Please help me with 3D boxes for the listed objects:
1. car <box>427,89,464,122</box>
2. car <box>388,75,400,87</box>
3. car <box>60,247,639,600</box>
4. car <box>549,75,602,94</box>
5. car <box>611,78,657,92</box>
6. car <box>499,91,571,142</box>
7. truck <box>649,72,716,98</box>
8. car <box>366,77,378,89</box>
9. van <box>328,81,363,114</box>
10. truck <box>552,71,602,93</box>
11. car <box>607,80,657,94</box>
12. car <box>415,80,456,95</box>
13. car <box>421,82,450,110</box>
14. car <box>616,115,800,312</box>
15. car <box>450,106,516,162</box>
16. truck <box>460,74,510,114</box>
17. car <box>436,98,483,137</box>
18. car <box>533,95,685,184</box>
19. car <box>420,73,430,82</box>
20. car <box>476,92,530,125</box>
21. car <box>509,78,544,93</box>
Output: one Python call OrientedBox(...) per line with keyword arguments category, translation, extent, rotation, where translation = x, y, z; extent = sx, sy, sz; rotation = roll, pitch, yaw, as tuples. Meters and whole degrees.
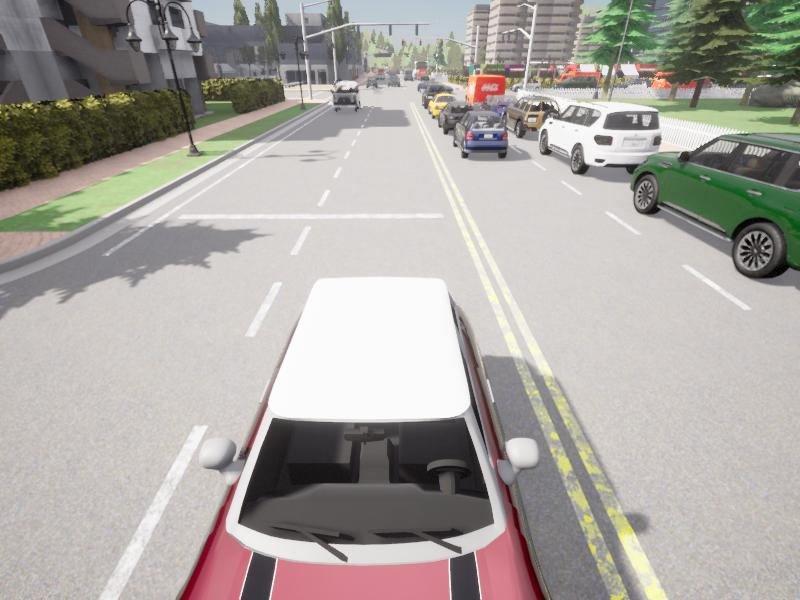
OrientedBox(category="car", translation=(2.996, -13.419, 27.433), extent=(1.801, 1.575, 5.366), rotation=(0, 30, -1))
OrientedBox(category="car", translation=(-1.047, -37.629, 68.691), extent=(2.097, 1.767, 4.553), rotation=(0, 30, -1))
OrientedBox(category="car", translation=(-0.172, 1.064, 2.754), extent=(1.970, 1.475, 3.806), rotation=(0, 30, 0))
OrientedBox(category="car", translation=(22.439, -27.652, 51.347), extent=(5.566, 2.045, 2.150), rotation=(-1, 30, -2))
OrientedBox(category="car", translation=(31.981, -29.421, 54.774), extent=(4.856, 1.649, 2.033), rotation=(-1, 30, -2))
OrientedBox(category="car", translation=(6.591, -9.333, 20.140), extent=(1.932, 1.855, 4.605), rotation=(0, 30, -1))
OrientedBox(category="truck", translation=(32.004, -24.494, 45.515), extent=(5.204, 2.467, 2.627), rotation=(-1, 30, -2))
OrientedBox(category="car", translation=(-4.494, -35.152, 64.665), extent=(1.789, 1.549, 3.705), rotation=(0, 30, -1))
OrientedBox(category="van", translation=(-4.048, -15.611, 30.728), extent=(2.069, 2.038, 4.480), rotation=(0, 30, -1))
OrientedBox(category="truck", translation=(23.878, -29.624, 54.315), extent=(5.204, 2.467, 2.627), rotation=(-1, 30, -2))
OrientedBox(category="car", translation=(29.885, -27.566, 51.712), extent=(4.974, 1.542, 2.038), rotation=(-1, 30, -2))
OrientedBox(category="car", translation=(4.453, -26.887, 50.602), extent=(4.792, 1.488, 2.163), rotation=(20, 36, 30))
OrientedBox(category="car", translation=(2.917, -17.100, 33.441), extent=(1.932, 1.855, 4.605), rotation=(0, 30, -1))
OrientedBox(category="car", translation=(6.761, -2.067, 7.530), extent=(2.150, 2.045, 5.566), rotation=(0, 30, -1))
OrientedBox(category="car", translation=(3.148, -6.700, 15.953), extent=(1.789, 1.549, 3.705), rotation=(0, 30, -1))
OrientedBox(category="truck", translation=(6.444, -16.097, 31.137), extent=(2.627, 2.467, 5.204), rotation=(0, 30, 0))
OrientedBox(category="car", translation=(3.074, -9.852, 21.429), extent=(1.816, 1.474, 4.193), rotation=(0, 30, -1))
OrientedBox(category="car", translation=(6.673, -5.749, 13.837), extent=(2.150, 2.045, 5.566), rotation=(0, 30, -1))
OrientedBox(category="car", translation=(5.651, -51.049, 91.821), extent=(1.930, 1.638, 5.238), rotation=(0, 30, -1))
OrientedBox(category="car", translation=(6.516, -12.454, 25.879), extent=(2.163, 1.488, 4.792), rotation=(0, 30, -1))
OrientedBox(category="car", translation=(17.090, -29.168, 54.379), extent=(3.988, 1.617, 1.851), rotation=(0, 30, 0))
